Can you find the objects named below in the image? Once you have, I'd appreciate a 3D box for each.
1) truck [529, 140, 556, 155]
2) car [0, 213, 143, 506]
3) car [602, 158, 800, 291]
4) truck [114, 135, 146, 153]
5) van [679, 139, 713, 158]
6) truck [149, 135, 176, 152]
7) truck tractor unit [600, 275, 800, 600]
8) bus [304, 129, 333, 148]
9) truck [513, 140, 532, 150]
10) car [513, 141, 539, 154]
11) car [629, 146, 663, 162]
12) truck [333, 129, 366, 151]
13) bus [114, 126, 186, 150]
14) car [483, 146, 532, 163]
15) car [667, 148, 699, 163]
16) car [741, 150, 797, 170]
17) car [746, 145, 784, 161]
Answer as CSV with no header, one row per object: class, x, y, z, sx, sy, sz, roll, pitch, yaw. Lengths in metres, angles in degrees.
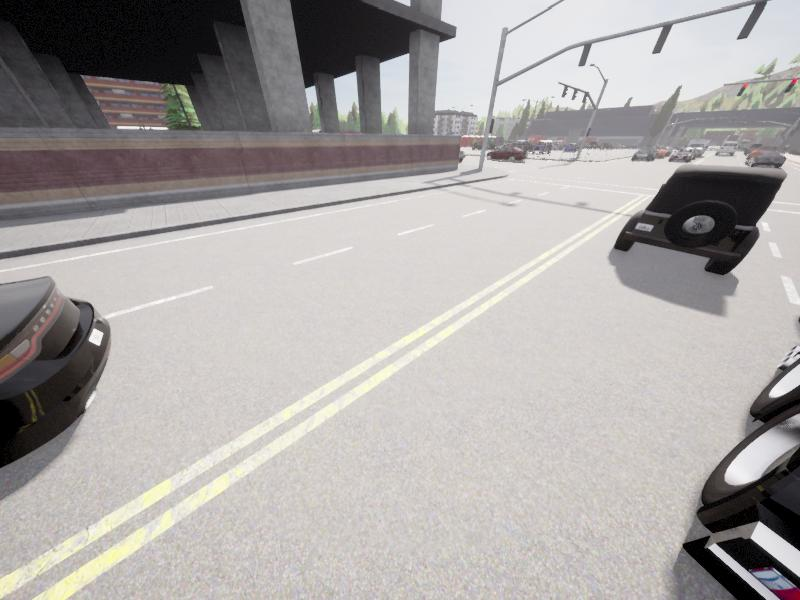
truck,25.095,-26.834,40.601,4.478,2.038,2.069,-26,42,-32
car,-5.084,1.152,0.867,5.238,1.638,1.930,-26,42,-32
car,6.889,-2.071,5.365,3.866,1.878,1.905,-26,42,-32
truck,-47.498,-27.625,40.809,2.615,2.467,5.204,-26,42,-32
van,49.339,-25.272,38.509,6.366,2.431,2.351,-26,42,-32
truck,-44.198,-29.200,43.093,2.615,2.467,5.204,-26,42,-32
truck tractor unit,5.129,-0.283,0.754,6.516,4.208,3.053,-18,39,-23
bus,-24.007,-47.175,67.652,3.944,4.253,10.273,-22,41,-29
truck,32.320,-40.966,60.929,4.478,2.038,2.069,-26,42,-32
car,23.180,-28.006,42.433,4.605,1.855,1.932,-26,42,-32
car,33.702,-20.063,31.616,4.856,1.649,2.033,-26,42,-32
truck,-11.334,-35.477,51.348,2.891,3.827,8.468,-26,42,-32
bus,-57.491,-37.591,53.739,10.273,4.253,3.944,-25,42,-32
car,13.122,-18.015,28.495,1.882,1.535,5.008,-26,43,-32
car,37.157,-19.040,30.303,3.806,1.475,1.970,-26,42,-32
car,38.425,-14.761,24.250,2.033,1.411,5.357,30,44,35
car,51.998,-21.048,33.021,4.553,1.767,2.097,-26,42,-32
